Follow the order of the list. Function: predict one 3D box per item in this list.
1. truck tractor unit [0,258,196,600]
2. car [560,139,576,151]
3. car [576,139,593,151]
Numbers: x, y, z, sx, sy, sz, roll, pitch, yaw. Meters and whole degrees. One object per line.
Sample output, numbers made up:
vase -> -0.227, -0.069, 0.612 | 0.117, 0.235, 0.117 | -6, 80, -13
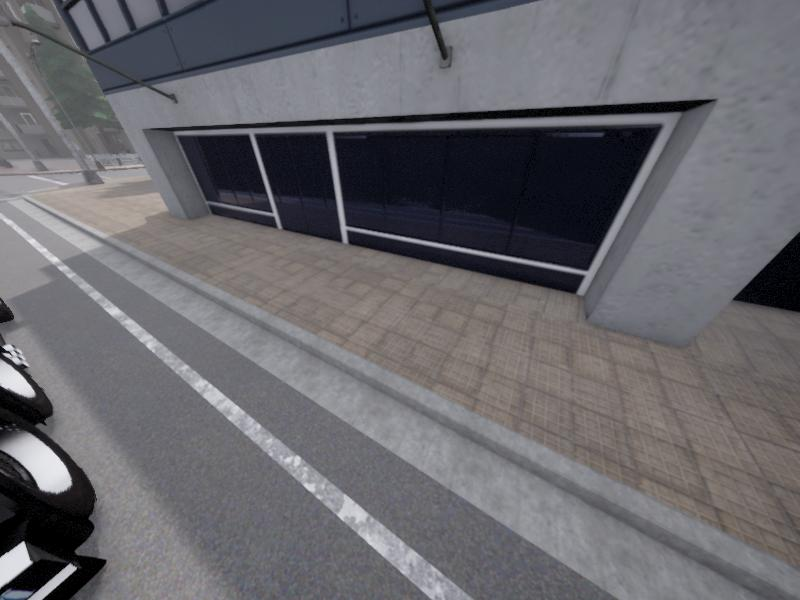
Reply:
truck tractor unit -> -5.098, -0.315, 0.791 | 6.516, 4.208, 3.053 | 19, 39, 25
car -> 34.966, -32.327, 48.140 | 1.932, 1.855, 4.605 | 17, 38, 23
car -> 37.710, -31.759, 47.266 | 1.905, 1.878, 3.866 | 17, 38, 23
